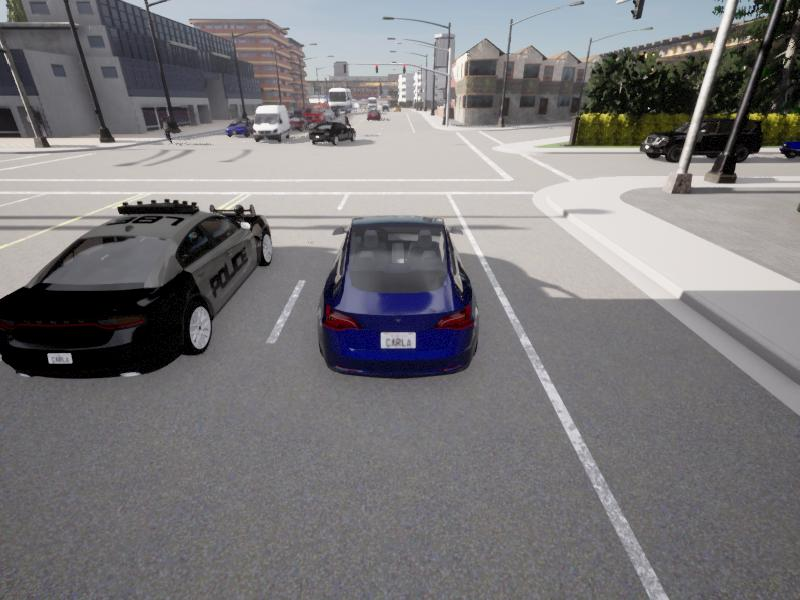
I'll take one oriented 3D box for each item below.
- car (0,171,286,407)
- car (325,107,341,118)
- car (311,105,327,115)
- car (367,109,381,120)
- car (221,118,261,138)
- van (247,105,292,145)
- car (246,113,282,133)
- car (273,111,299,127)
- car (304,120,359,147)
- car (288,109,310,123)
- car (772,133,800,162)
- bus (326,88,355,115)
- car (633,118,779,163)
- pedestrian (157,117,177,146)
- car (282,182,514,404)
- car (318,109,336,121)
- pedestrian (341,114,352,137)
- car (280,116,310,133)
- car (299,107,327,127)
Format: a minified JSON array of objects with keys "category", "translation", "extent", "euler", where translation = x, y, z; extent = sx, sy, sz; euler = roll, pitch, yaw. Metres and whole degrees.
[{"category":"car","translation":[-3.523,-0.753,6.336],"extent":[1.930,1.638,5.238],"euler":[0,27,0]},{"category":"car","translation":[-10.923,-30.834,65.611],"extent":[1.816,1.474,4.193],"euler":[0,28,0]},{"category":"car","translation":[-14.465,-34.093,71.768],"extent":[1.882,1.535,5.008],"euler":[0,27,0]},{"category":"car","translation":[-3.893,-28.144,60.670],"extent":[1.994,1.385,4.181],"euler":[0,28,0]},{"category":"car","translation":[-14.223,-15.547,36.044],"extent":[1.816,1.474,4.193],"euler":[0,27,0]},{"category":"van","translation":[-10.327,-14.207,32.183],"extent":[1.988,2.561,5.915],"euler":[-2,27,-4]},{"category":"car","translation":[-14.269,-18.751,42.247],"extent":[1.930,1.638,5.238],"euler":[0,27,0]},{"category":"car","translation":[-14.324,-22.977,50.638],"extent":[1.882,1.535,5.008],"euler":[0,27,0]},{"category":"car","translation":[-5.028,-12.671,30.226],"extent":[1.882,1.535,5.008],"euler":[9,28,17]},{"category":"car","translation":[-14.368,-26.332,57.112],"extent":[1.837,1.490,4.892],"euler":[0,28,0]},{"category":"car","translation":[23.278,-8.124,21.333],"extent":[4.718,1.301,1.895],"euler":[0,26,0]},{"category":"bus","translation":[-10.866,-36.934,74.340],"extent":[3.944,4.253,10.273],"euler":[0,27,0]},{"category":"car","translation":[15.945,-8.467,21.181],"extent":[5.566,2.045,2.150],"euler":[0,26,0]},{"category":"pedestrian","translation":[-16.494,-11.945,28.355],"extent":[0.751,1.860,0.751],"euler":[-17,31,-31]},{"category":"car","translation":[-0.031,-0.603,6.211],"extent":[2.163,1.488,4.792],"euler":[0,27,0]},{"category":"car","translation":[-10.883,-27.678,59.711],"extent":[1.812,1.442,4.674],"euler":[0,28,0]},{"category":"pedestrian","translation":[-4.739,-15.475,35.433],"extent":[0.751,1.860,0.751],"euler":[-9,28,-18]},{"category":"car","translation":[-10.734,-18.104,41.167],"extent":[1.812,1.442,4.674],"euler":[0,27,0]},{"category":"car","translation":[-10.816,-23.033,50.186],"extent":[2.150,2.045,5.566],"euler":[0,28,0]}]
